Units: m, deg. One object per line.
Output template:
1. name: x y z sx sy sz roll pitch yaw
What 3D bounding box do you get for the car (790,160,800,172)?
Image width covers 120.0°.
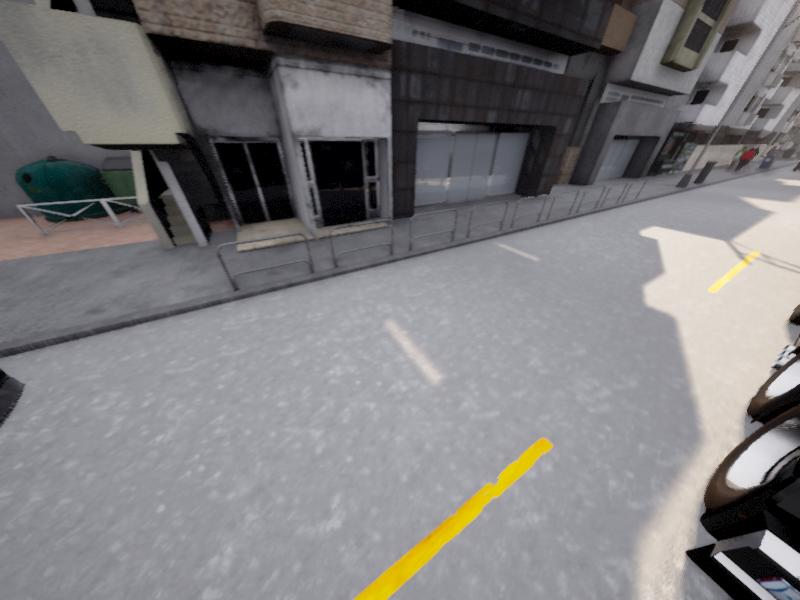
1. car: 39.452 -12.886 21.819 4.718 1.301 1.895 -18 39 -24

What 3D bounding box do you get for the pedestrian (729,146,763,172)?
1. pedestrian: 29.703 -12.093 19.859 0.751 1.860 0.751 -19 39 -26

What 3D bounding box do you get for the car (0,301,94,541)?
1. car: -4.959 1.430 0.573 4.514 1.525 2.007 -18 39 -25

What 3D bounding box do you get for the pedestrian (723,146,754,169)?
1. pedestrian: 32.411 -13.653 22.131 0.751 1.860 0.751 -18 39 -25

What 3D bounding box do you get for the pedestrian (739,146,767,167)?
1. pedestrian: 36.707 -14.956 24.050 0.751 1.860 0.751 -21 40 -28

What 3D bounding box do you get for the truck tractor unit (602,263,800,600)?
1. truck tractor unit: 5.114 -0.294 0.789 6.516 4.208 3.053 -18 39 -24
